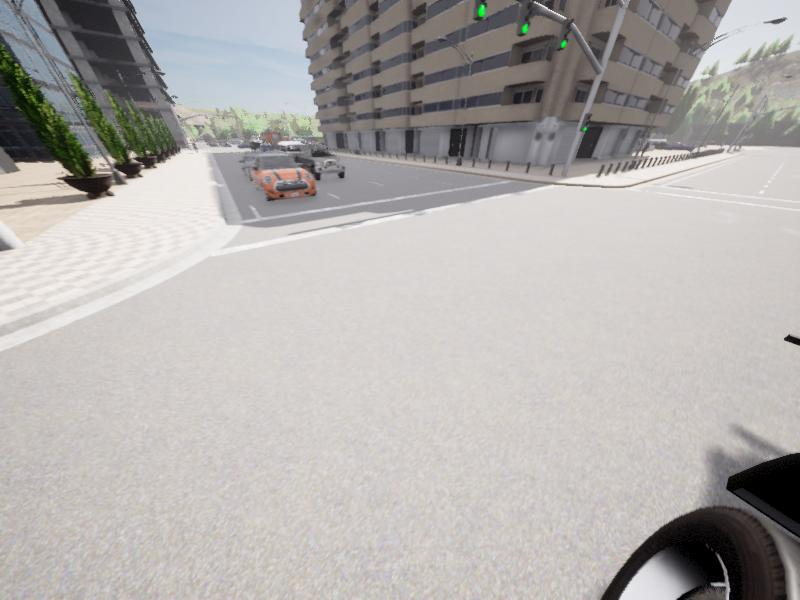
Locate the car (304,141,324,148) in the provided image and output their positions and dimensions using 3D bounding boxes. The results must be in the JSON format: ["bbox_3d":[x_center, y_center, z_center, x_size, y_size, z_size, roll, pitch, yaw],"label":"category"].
[{"bbox_3d":[-25.806,-46.887,69.654,4.974,1.542,2.038,-22,41,-28],"label":"car"}]

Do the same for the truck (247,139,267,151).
[{"bbox_3d":[-32.306,-35.052,52.219,2.390,2.098,6.274,-23,41,-29],"label":"truck"}]

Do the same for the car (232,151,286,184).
[{"bbox_3d":[-9.681,-9.176,15.740,2.128,1.511,4.902,-22,40,-28],"label":"car"}]

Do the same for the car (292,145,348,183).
[{"bbox_3d":[-5.527,-9.415,15.754,1.932,1.855,4.605,-22,40,-28],"label":"car"}]

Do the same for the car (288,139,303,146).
[{"bbox_3d":[-38.946,-58.679,85.995,4.605,1.855,1.932,-22,41,-28],"label":"car"}]

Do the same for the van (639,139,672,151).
[{"bbox_3d":[58.717,-35.717,53.171,2.069,2.038,4.480,-22,41,-28],"label":"van"}]

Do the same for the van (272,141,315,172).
[{"bbox_3d":[-9.391,-12.680,20.282,2.069,2.038,4.480,-22,40,-28],"label":"van"}]

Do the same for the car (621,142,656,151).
[{"bbox_3d":[54.671,-35.361,53.034,2.152,1.651,5.027,-22,41,-28],"label":"car"}]

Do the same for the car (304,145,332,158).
[{"bbox_3d":[-12.005,-21.663,33.604,2.163,1.488,4.792,-22,40,-28],"label":"car"}]

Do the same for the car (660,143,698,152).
[{"bbox_3d":[58.533,-32.081,48.498,1.812,1.442,4.674,-21,40,-27],"label":"car"}]

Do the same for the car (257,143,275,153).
[{"bbox_3d":[-26.453,-30.094,45.620,1.882,1.535,5.008,-22,40,-28],"label":"car"}]

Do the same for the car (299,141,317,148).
[{"bbox_3d":[-29.628,-50.229,74.481,4.611,1.667,2.242,-22,41,-28],"label":"car"}]

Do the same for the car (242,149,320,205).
[{"bbox_3d":[-5.738,-6.012,10.968,2.097,1.767,4.553,-21,40,-27],"label":"car"}]

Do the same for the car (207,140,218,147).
[{"bbox_3d":[-58.316,-48.670,71.943,2.097,1.767,4.553,-22,41,-28],"label":"car"}]

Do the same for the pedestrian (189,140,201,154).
[{"bbox_3d":[-34.583,-25.862,39.000,0.751,1.860,0.751,-18,39,-24],"label":"pedestrian"}]

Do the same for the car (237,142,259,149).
[{"bbox_3d":[-40.309,-40.943,61.314,4.674,1.442,1.812,-22,41,-28],"label":"car"}]

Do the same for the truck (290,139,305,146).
[{"bbox_3d":[-37.227,-57.421,84.031,4.478,2.038,2.069,-22,41,-28],"label":"truck"}]

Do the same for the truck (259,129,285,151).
[{"bbox_3d":[-29.933,-37.311,53.936,2.891,3.827,8.468,-23,41,-29],"label":"truck"}]

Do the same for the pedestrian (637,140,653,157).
[{"bbox_3d":[33.518,-20.699,31.605,0.751,1.860,0.751,-29,44,-34],"label":"pedestrian"}]

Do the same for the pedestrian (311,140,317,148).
[{"bbox_3d":[-23.514,-42.705,63.135,0.751,1.860,0.751,-23,41,-29],"label":"pedestrian"}]
